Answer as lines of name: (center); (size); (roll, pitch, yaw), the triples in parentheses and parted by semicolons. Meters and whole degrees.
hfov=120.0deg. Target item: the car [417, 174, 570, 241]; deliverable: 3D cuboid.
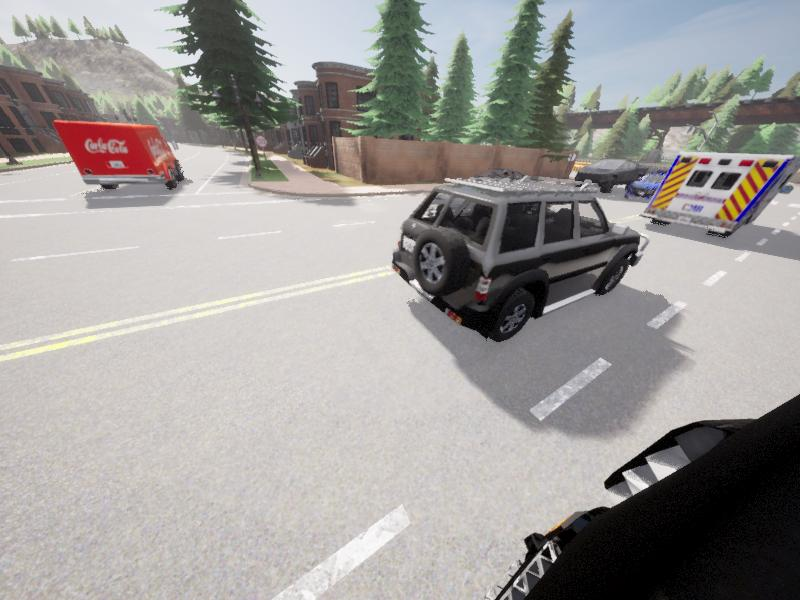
car: (3.203, -3.340, 7.877); (4.892, 1.490, 1.837); (-15, 38, -26)

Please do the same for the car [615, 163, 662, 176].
car: (39.279, -21.617, 38.180); (2.128, 1.511, 4.902); (-16, 38, -26)

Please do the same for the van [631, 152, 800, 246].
van: (12.361, -4.087, 8.864); (6.366, 2.431, 2.351); (-16, 38, -26)

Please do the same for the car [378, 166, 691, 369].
car: (2.156, -0.970, 3.858); (4.605, 1.855, 1.932); (-14, 37, -27)

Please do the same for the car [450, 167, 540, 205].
car: (4.953, -6.079, 12.152); (4.193, 1.474, 1.816); (-16, 38, -26)

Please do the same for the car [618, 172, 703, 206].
car: (16.335, -7.089, 14.498); (5.008, 1.535, 1.882); (-16, 38, -26)

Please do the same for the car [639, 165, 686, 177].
car: (43.365, -21.322, 38.245); (1.895, 1.301, 4.718); (-16, 38, -26)

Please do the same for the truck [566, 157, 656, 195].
truck: (16.006, -9.463, 17.538); (6.274, 2.098, 2.390); (-16, 38, -26)

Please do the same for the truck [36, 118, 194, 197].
truck: (-12.382, -6.767, 10.897); (2.627, 2.467, 5.204); (-14, 38, -24)

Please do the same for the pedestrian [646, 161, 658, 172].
pedestrian: (48.392, -25.703, 44.401); (0.751, 1.860, 0.751); (29, 42, 34)
